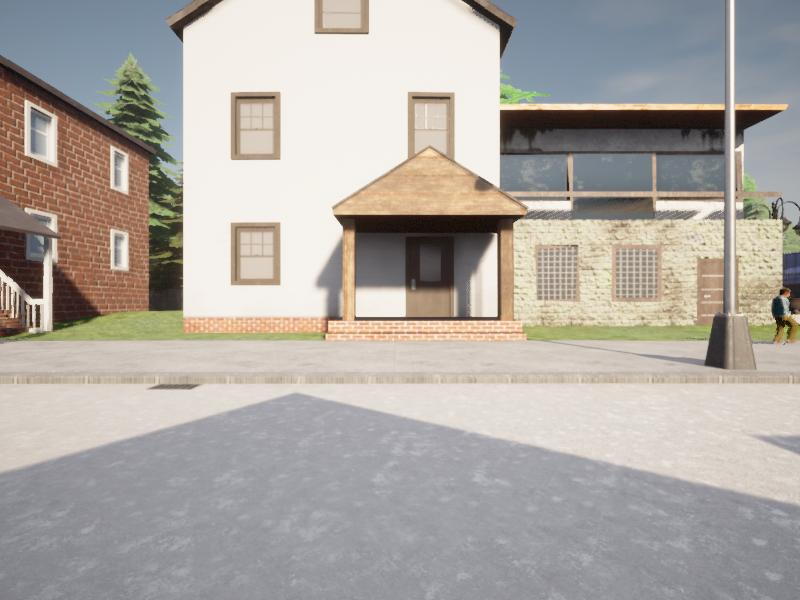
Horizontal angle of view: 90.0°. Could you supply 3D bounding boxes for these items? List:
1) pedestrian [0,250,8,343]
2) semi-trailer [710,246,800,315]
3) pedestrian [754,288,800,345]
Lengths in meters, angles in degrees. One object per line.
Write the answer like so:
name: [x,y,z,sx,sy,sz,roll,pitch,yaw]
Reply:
pedestrian: [-8.423,-0.067,7.831,0.751,1.860,0.751,0,0,4]
semi-trailer: [26.906,-1.219,25.784,2.717,4.402,14.254,0,0,-1]
pedestrian: [7.450,0.313,7.884,0.500,1.100,0.500,0,0,2]
